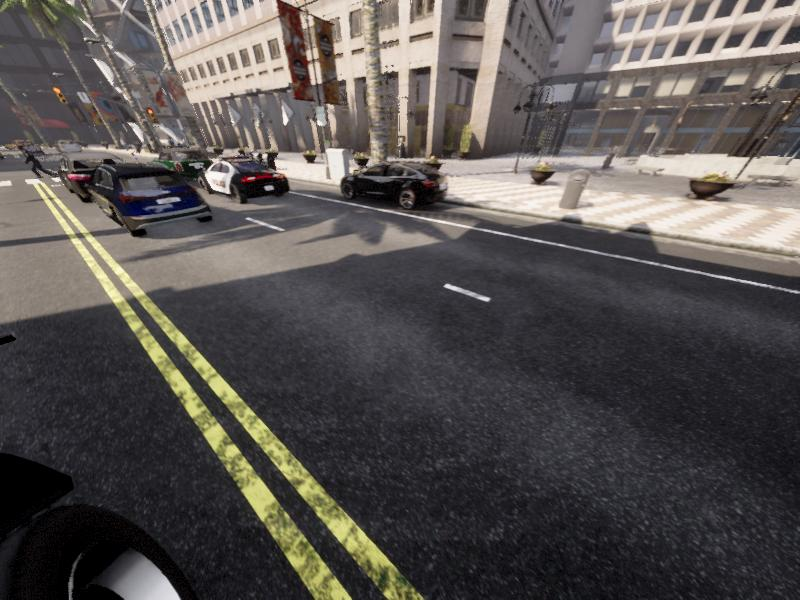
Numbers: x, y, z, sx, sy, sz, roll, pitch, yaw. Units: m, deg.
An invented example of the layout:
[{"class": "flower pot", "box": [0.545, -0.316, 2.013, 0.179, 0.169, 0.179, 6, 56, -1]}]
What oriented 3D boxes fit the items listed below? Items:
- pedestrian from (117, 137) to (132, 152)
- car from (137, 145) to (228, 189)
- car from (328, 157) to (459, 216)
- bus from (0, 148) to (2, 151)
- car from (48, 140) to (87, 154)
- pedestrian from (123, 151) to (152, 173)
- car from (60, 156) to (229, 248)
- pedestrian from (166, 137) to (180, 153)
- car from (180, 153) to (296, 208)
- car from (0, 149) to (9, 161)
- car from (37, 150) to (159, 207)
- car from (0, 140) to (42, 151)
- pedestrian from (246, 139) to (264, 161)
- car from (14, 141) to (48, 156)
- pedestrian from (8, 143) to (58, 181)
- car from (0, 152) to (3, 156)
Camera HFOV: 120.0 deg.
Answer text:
[{"class": "pedestrian", "box": [-42.711, -24.114, 35.813, 0.751, 1.860, 0.751, -28, 44, -34]}, {"class": "car", "box": [-12.316, -7.675, 13.123, 4.553, 1.767, 2.097, 22, 41, 28]}, {"class": "car", "box": [-0.350, -4.863, 9.503, 4.792, 1.488, 2.163, 22, 41, 28]}, {"class": "bus", "box": [-74.447, -26.643, 37.393, 10.273, 4.253, 3.944, 0, 35, 0]}, {"class": "car", "box": [-50.368, -23.221, 34.965, 4.611, 1.667, 2.242, 20, 40, 25]}, {"class": "pedestrian", "box": [-19.291, -10.174, 16.997, 0.751, 1.300, 0.751, 20, 40, 26]}, {"class": "car", "box": [-7.804, -3.269, 7.062, 4.856, 1.649, 2.033, 23, 41, 28]}, {"class": "pedestrian", "box": [-33.353, -22.754, 33.958, 0.751, 1.860, 0.751, 28, 44, 33]}, {"class": "car", "box": [-7.202, -5.457, 10.249, 4.974, 1.542, 2.038, 22, 41, 28]}, {"class": "car", "box": [-45.163, -16.125, 25.118, 4.792, 1.488, 2.163, 22, 41, 28]}, {"class": "car", "box": [-13.377, -5.588, 10.267, 4.611, 1.667, 2.242, 22, 41, 28]}, {"class": "car", "box": [-66.651, -27.128, 40.453, 5.366, 1.575, 1.801, 7, 36, 10]}, {"class": "pedestrian", "box": [-14.574, -15.095, 23.249, 0.751, 1.860, 0.751, 22, 41, 28]}, {"class": "car", "box": [-49.372, -20.258, 30.899, 3.633, 1.501, 1.845, 24, 41, 29]}, {"class": "pedestrian", "box": [-21.694, -8.193, 13.688, 0.751, 1.860, 0.751, 24, 41, 29]}, {"class": "car", "box": [-54.512, -19.744, 30.178, 3.806, 1.475, 1.970, 20, 40, 25]}]
